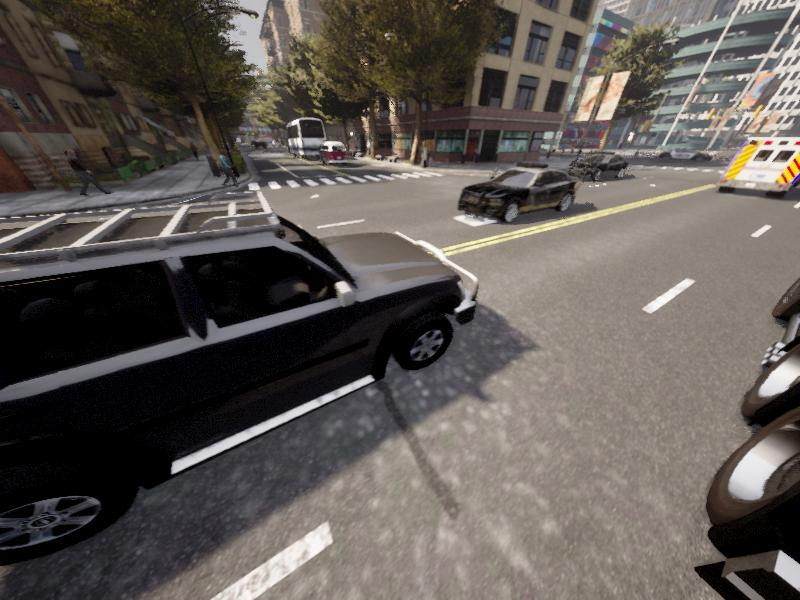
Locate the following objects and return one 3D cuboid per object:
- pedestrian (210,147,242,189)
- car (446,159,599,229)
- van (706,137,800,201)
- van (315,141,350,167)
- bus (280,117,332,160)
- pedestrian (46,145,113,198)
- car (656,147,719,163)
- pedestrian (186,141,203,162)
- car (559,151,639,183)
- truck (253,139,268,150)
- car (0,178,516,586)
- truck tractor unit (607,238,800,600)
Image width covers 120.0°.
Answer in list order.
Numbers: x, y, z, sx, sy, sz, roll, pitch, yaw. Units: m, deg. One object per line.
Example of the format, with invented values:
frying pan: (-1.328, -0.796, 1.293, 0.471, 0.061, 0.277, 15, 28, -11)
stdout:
pedestrian: (-9.363, -7.123, 12.484, 0.751, 1.860, 0.751, -19, 39, -25)
car: (4.470, -4.091, 8.473, 5.238, 1.638, 1.930, -18, 39, -24)
van: (19.736, -7.038, 12.137, 6.366, 2.431, 2.351, -18, 39, -24)
van: (-7.113, -15.425, 24.320, 2.069, 2.038, 4.480, -18, 39, -24)
bus: (-13.269, -22.294, 32.191, 3.944, 4.253, 10.273, -18, 38, -24)
pedestrian: (-13.300, -5.371, 9.675, 0.751, 1.860, 0.751, -23, 41, -30)
car: (37.798, -19.231, 30.573, 2.038, 1.542, 4.974, -28, 44, -35)
pedestrian: (-22.164, -16.031, 24.919, 0.751, 1.860, 0.751, -22, 41, -29)
car: (14.027, -9.497, 16.313, 5.238, 1.638, 1.930, -17, 39, -24)
truck: (-36.465, -40.564, 60.153, 2.390, 2.098, 6.274, -18, 39, -25)
car: (-1.453, 0.039, 2.275, 4.605, 1.855, 1.932, -17, 38, -26)
truck tractor unit: (5.064, -0.346, 0.841, 6.516, 4.208, 3.053, -20, 40, -26)
